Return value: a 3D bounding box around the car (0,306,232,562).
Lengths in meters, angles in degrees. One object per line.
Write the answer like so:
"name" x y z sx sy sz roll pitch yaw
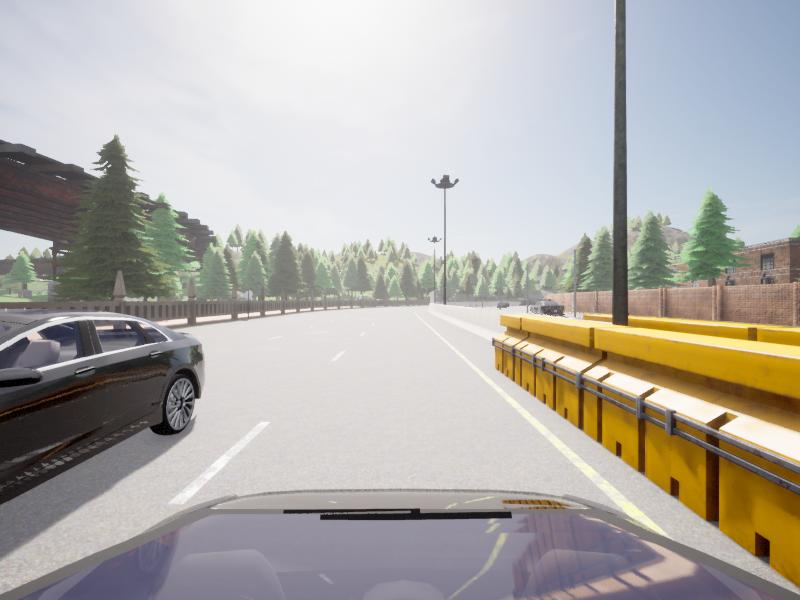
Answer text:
"car" -3.500 0.837 3.363 2.128 1.511 4.902 0 0 0

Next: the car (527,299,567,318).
"car" 13.953 0.779 38.340 1.930 1.638 5.238 0 0 1
